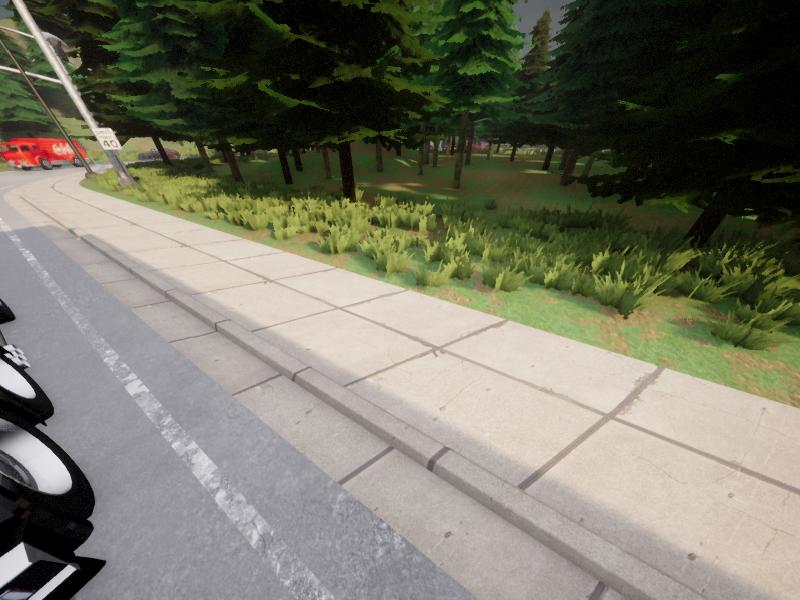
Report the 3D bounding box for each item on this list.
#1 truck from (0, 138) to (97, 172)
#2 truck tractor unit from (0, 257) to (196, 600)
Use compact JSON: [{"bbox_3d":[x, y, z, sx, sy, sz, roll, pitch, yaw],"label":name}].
[{"bbox_3d":[-33.959,-13.942,22.112,2.627,2.467,5.204,-4,34,-5],"label":"truck"},{"bbox_3d":[-5.100,-0.312,0.796,6.516,4.208,3.053,19,39,25],"label":"truck tractor unit"}]
